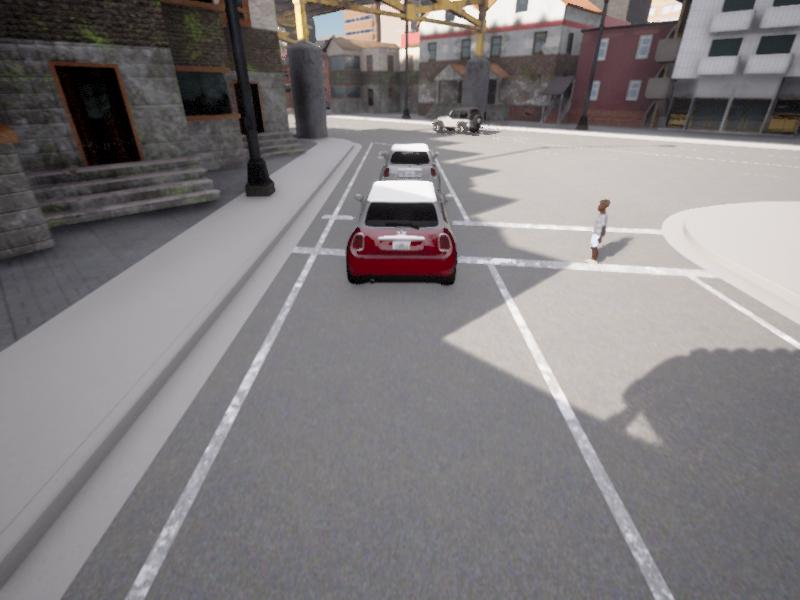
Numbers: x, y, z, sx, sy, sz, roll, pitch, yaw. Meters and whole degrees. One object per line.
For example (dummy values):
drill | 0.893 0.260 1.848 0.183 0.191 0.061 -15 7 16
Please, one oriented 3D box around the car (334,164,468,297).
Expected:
car | 0.062 -1.599 7.900 1.970 1.475 3.806 1 28 1

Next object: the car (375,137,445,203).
car | 0.337 -4.433 13.312 1.970 1.475 3.806 1 28 1

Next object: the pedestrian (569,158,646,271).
pedestrian | 3.742 -1.567 7.372 0.751 1.860 0.751 6 28 12

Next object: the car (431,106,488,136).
car | 4.481 -13.825 30.791 1.905 1.878 3.866 -25 36 -39
